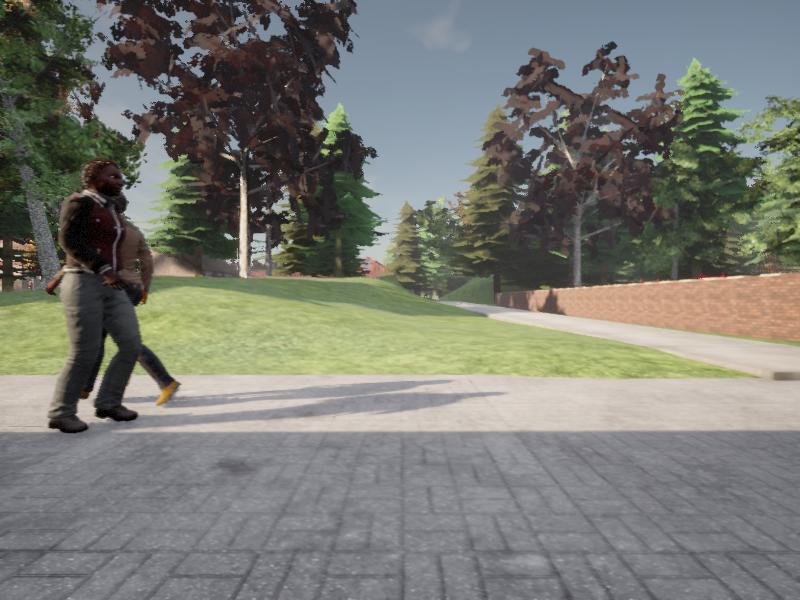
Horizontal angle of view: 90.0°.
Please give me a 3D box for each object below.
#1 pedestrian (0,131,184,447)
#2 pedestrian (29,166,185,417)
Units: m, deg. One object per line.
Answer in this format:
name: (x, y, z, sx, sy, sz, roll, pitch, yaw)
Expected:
pedestrian: (-2.053, -0.065, 2.729, 0.751, 1.860, 0.751, 0, 0, -1)
pedestrian: (-2.375, -0.064, 3.343, 0.751, 1.860, 0.751, 0, 0, 0)
